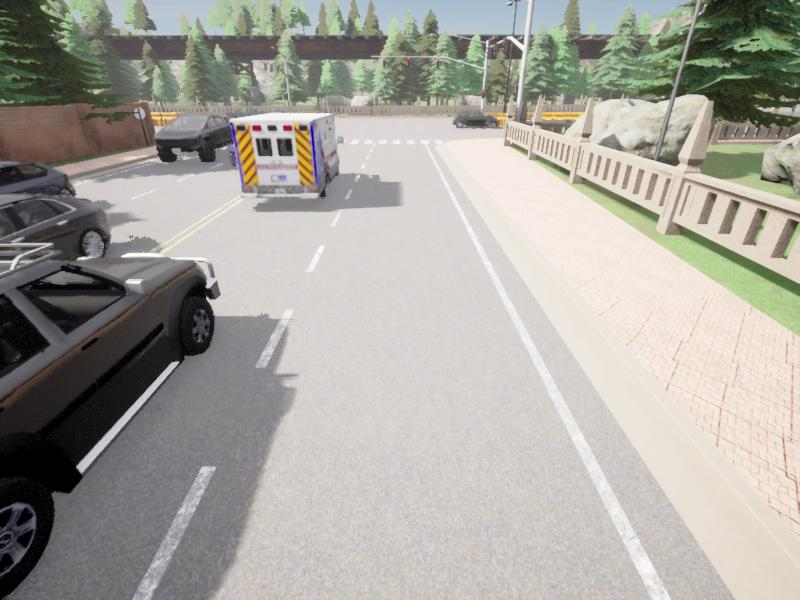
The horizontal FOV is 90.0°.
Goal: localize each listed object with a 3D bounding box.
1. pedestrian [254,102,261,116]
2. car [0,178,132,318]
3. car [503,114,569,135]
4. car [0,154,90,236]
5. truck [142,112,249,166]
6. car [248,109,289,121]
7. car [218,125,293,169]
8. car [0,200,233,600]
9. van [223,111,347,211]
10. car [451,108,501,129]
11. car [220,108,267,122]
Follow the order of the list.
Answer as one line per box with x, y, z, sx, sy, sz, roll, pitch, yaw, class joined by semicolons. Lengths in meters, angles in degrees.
-21.420;-28.779;60.271;0.751;1.860;0.751;-8;28;-15;pedestrian
-6.996;-0.803;6.555;1.837;1.490;4.892;0;27;0;car
11.562;-15.093;34.411;4.792;1.488;2.163;0;27;0;car
-10.514;-2.648;10.168;1.816;1.474;4.193;0;27;0;car
-10.489;-8.748;21.367;2.390;2.098;6.274;0;27;0;truck
-17.390;-24.663;53.258;4.718;1.301;1.895;0;27;0;car
-6.989;-7.754;20.047;1.882;1.535;5.008;0;27;0;car
-3.491;0.498;3.573;1.932;1.855;4.605;0;25;0;car
-3.488;-5.117;13.936;2.351;2.431;6.366;0;27;0;van
7.605;-18.438;40.584;4.553;1.767;2.097;0;27;0;car
-19.533;-23.165;50.104;4.902;1.511;2.128;0;27;0;car
